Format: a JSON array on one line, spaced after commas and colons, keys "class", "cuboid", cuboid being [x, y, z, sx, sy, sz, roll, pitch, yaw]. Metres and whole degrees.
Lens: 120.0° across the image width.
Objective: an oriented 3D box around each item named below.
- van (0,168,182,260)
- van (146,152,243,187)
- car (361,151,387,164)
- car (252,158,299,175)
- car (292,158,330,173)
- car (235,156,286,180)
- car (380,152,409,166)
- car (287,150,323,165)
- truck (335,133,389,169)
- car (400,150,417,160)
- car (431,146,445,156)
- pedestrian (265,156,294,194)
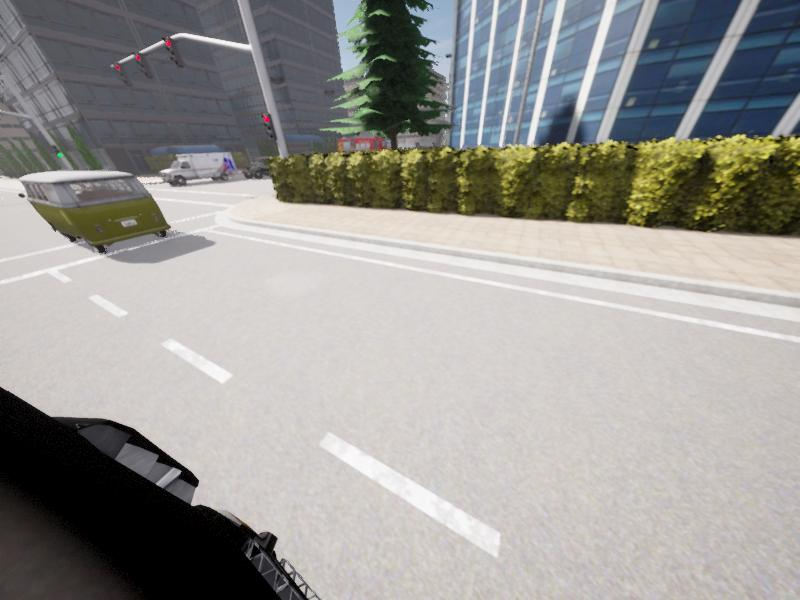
[{"class": "van", "cuboid": [-9.479, -2.849, 7.158, 4.442, 1.987, 1.775, 14, 37, 24]}, {"class": "van", "cuboid": [-19.629, -12.907, 22.674, 2.351, 2.431, 6.366, 14, 37, 23]}, {"class": "car", "cuboid": [-4.544, -25.253, 40.872, 1.930, 1.638, 5.238, 14, 37, 23]}, {"class": "car", "cuboid": [-15.652, -16.991, 29.340, 1.882, 1.535, 5.008, 14, 37, 23]}, {"class": "car", "cuboid": [-11.383, -17.425, 29.828, 1.994, 1.385, 4.181, 15, 38, 25]}, {"class": "car", "cuboid": [-14.624, -14.033, 24.484, 1.905, 1.878, 3.866, 14, 37, 23]}, {"class": "car", "cuboid": [-0.749, -20.912, 34.163, 2.128, 1.511, 4.902, 14, 37, 23]}, {"class": "car", "cuboid": [-19.367, -29.211, 47.275, 6.274, 2.098, 2.390, -21, 38, -25]}, {"class": "truck", "cuboid": [-5.035, -21.379, 33.091, 2.891, 3.827, 8.468, 14, 37, 23]}, {"class": "car", "cuboid": [1.733, -27.986, 44.623, 1.845, 1.501, 3.633, 14, 37, 23]}, {"class": "car", "cuboid": [9.464, -36.795, 57.089, 2.097, 1.767, 4.553, 14, 37, 23]}, {"class": "pedestrian", "cuboid": [-6.921, -7.193, 13.308, 0.751, 1.860, 0.751, 23, 41, 33]}]
